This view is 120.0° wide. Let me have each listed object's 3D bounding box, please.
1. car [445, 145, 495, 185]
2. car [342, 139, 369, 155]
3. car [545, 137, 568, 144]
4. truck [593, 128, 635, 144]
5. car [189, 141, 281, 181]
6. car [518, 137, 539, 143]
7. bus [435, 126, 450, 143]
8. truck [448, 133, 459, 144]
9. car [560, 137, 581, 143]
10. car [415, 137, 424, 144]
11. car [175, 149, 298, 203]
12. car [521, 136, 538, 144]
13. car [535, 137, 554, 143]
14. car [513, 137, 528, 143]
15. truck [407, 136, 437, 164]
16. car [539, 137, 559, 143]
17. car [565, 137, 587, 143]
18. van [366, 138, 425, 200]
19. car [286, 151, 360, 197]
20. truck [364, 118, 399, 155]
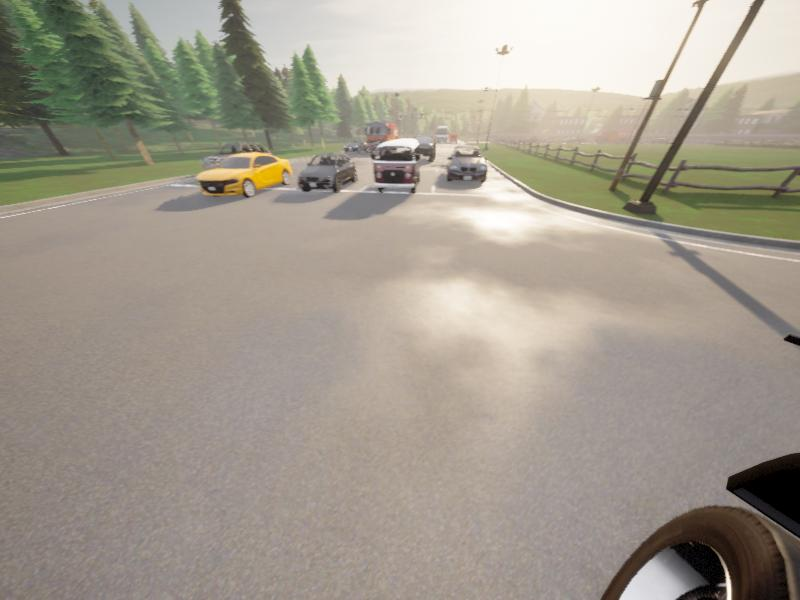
[{"bbox_3d":[3.991,-8.330,14.026,2.242,1.667,4.611,5,36,7],"label":"car"},{"bbox_3d":[-6.199,-21.896,32.916,2.152,1.651,5.027,6,36,8],"label":"car"},{"bbox_3d":[48.494,-49.422,71.528,5.366,1.575,1.801,6,36,8],"label":"car"},{"bbox_3d":[65.872,-50.662,71.362,8.468,3.827,2.891,6,36,8],"label":"truck"},{"bbox_3d":[-10.015,-8.934,14.640,1.932,1.855,4.605,5,35,7],"label":"car"},{"bbox_3d":[40.302,-50.293,72.625,5.238,1.638,1.930,6,36,8],"label":"car"},{"bbox_3d":[13.463,-52.042,72.707,3.944,4.253,10.273,6,36,8],"label":"bus"},{"bbox_3d":[15.909,-48.083,68.736,2.627,2.467,5.204,6,36,8],"label":"truck"},{"bbox_3d":[56.341,-52.728,76.247,4.902,1.511,2.128,6,36,8],"label":"car"},{"bbox_3d":[6.364,-51.315,74.170,2.152,1.651,5.027,6,36,8],"label":"car"},{"bbox_3d":[-7.092,-6.049,10.921,1.882,1.535,5.008,4,36,5],"label":"car"},{"bbox_3d":[39.146,-48.433,69.834,3.866,1.878,1.905,6,36,8],"label":"car"},{"bbox_3d":[48.338,-53.578,77.319,5.008,1.535,1.882,6,36,8],"label":"car"},{"bbox_3d":[40.779,-54.344,78.362,3.988,1.617,1.851,6,36,8],"label":"car"},{"bbox_3d":[2.367,-15.345,23.420,2.390,2.098,6.274,5,36,7],"label":"truck"},{"bbox_3d":[47.992,-51.518,74.500,4.792,1.488,2.163,6,36,8],"label":"car"},{"bbox_3d":[55.952,-50.734,73.389,5.008,1.535,1.882,6,36,8],"label":"car"},{"bbox_3d":[0.000,-6.495,11.132,2.069,2.038,4.480,5,36,6],"label":"van"},{"bbox_3d":[-3.495,-6.420,11.505,1.816,1.474,4.193,5,36,6],"label":"car"},{"bbox_3d":[-2.374,-23.682,33.528,2.891,3.827,8.468,6,36,8],"label":"truck"}]
